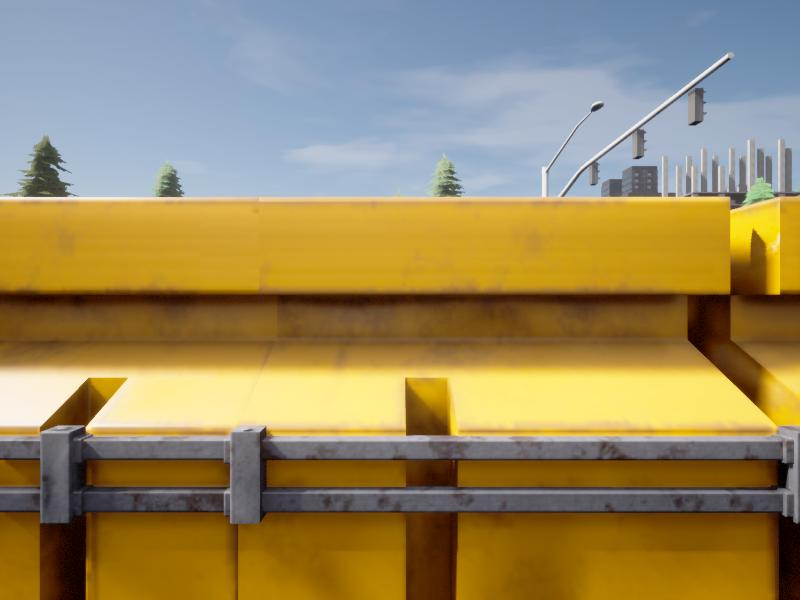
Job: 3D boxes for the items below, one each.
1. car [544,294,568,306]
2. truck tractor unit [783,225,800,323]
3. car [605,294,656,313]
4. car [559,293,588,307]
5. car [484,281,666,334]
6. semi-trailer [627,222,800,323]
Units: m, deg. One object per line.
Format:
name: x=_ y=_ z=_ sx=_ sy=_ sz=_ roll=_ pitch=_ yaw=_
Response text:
car: x=26.709 y=-0.036 z=68.582 sx=2.150 sy=2.045 sz=5.566 roll=0 pitch=0 yaw=2
truck tractor unit: x=19.139 y=-1.127 z=14.857 sx=3.053 sy=4.208 sz=6.516 roll=0 pitch=0 yaw=-10
car: x=18.575 y=0.250 z=32.437 sx=1.970 sy=1.475 sz=3.806 roll=0 pitch=0 yaw=2
car: x=26.487 y=-0.037 z=61.282 sx=2.150 sy=2.045 sz=5.566 roll=0 pitch=0 yaw=1
car: x=5.450 y=0.224 z=12.807 sx=4.974 sy=1.542 sz=2.038 roll=0 pitch=-1 yaw=-7
semi-trailer: x=18.568 y=-1.224 z=22.737 sx=2.717 sy=4.402 sz=14.254 roll=0 pitch=0 yaw=-2
